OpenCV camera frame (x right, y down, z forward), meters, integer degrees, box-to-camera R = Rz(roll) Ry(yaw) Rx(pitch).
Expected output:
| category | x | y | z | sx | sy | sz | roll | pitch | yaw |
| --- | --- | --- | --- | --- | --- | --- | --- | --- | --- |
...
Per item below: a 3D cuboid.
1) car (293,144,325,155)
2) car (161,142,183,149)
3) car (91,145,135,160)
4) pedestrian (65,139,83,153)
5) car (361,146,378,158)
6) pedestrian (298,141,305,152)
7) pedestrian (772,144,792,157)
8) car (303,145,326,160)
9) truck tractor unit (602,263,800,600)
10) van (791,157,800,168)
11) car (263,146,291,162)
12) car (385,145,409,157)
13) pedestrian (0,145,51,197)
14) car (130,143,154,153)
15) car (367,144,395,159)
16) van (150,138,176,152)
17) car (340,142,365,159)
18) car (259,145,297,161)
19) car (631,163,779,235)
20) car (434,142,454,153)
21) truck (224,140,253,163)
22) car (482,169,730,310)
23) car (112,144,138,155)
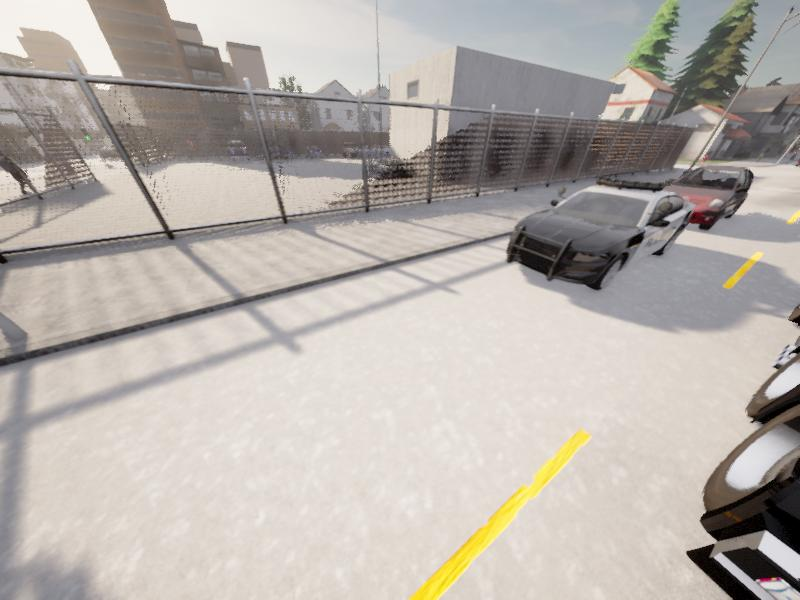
| category | x | y | z | sx | sy | sz | roll | pitch | yaw |
| --- | --- | --- | --- | --- | --- | --- | --- | --- | --- |
| car | -16.398 | -27.390 | 41.927 | 4.892 | 1.490 | 1.837 | -19 | 39 | -26 |
| car | -70.617 | -48.145 | 71.782 | 2.152 | 1.651 | 5.027 | -2 | 35 | -4 |
| car | -37.270 | -19.286 | 30.168 | 2.033 | 1.411 | 5.357 | -19 | 39 | -25 |
| pedestrian | -53.176 | -25.100 | 37.745 | 0.751 | 1.860 | 0.751 | -18 | 39 | -25 |
| car | -4.324 | -20.941 | 32.680 | 1.481 | 1.379 | 2.207 | -19 | 39 | -25 |
| pedestrian | -19.523 | -30.536 | 45.875 | 0.751 | 1.860 | 0.751 | -19 | 39 | -25 |
| pedestrian | 64.506 | -25.209 | 39.002 | 0.751 | 1.860 | 0.751 | -5 | 35 | -8 |
| car | -11.492 | -19.753 | 30.837 | 1.845 | 1.501 | 3.633 | -19 | 39 | -25 |
| truck tractor unit | 5.108 | -0.303 | 0.785 | 6.516 | 4.208 | 3.053 | -18 | 39 | -24 |
| van | 44.170 | -15.147 | 24.459 | 4.442 | 1.987 | 1.775 | -19 | 39 | -25 |
| car | -15.300 | -18.148 | 28.602 | 2.033 | 1.415 | 5.357 | -19 | 39 | -25 |
| car | -0.462 | -23.165 | 35.851 | 1.816 | 1.474 | 4.193 | -19 | 39 | -25 |
| pedestrian | -16.705 | -5.581 | 10.007 | 0.751 | 1.860 | 0.751 | -14 | 37 | -20 |
| car | -57.219 | -33.797 | 51.278 | 2.152 | 1.651 | 5.027 | -19 | 39 | -25 |
| car | -2.808 | -21.942 | 33.952 | 2.242 | 1.667 | 4.611 | -19 | 39 | -25 |
| van | -53.711 | -35.337 | 52.563 | 2.351 | 2.431 | 6.366 | -19 | 39 | -25 |
| car | -6.622 | -20.914 | 32.253 | 1.905 | 1.878 | 3.866 | -19 | 39 | -25 |
| car | -15.022 | -18.193 | 28.544 | 3.705 | 1.547 | 1.789 | -19 | 39 | -25 |
| car | 10.354 | -3.626 | 7.911 | 3.988 | 1.617 | 1.851 | -19 | 39 | -25 |
| car | 9.327 | -32.340 | 48.937 | 3.866 | 1.878 | 1.905 | 4 | 35 | 5 |
| truck | -18.783 | -17.341 | 26.863 | 2.069 | 2.038 | 4.478 | -19 | 39 | -25 |
| car | 4.566 | -1.745 | 5.122 | 5.238 | 1.638 | 1.930 | -19 | 39 | -26 |
| car | -51.517 | -28.334 | 43.429 | 1.970 | 1.475 | 3.806 | -19 | 39 | -25 |
